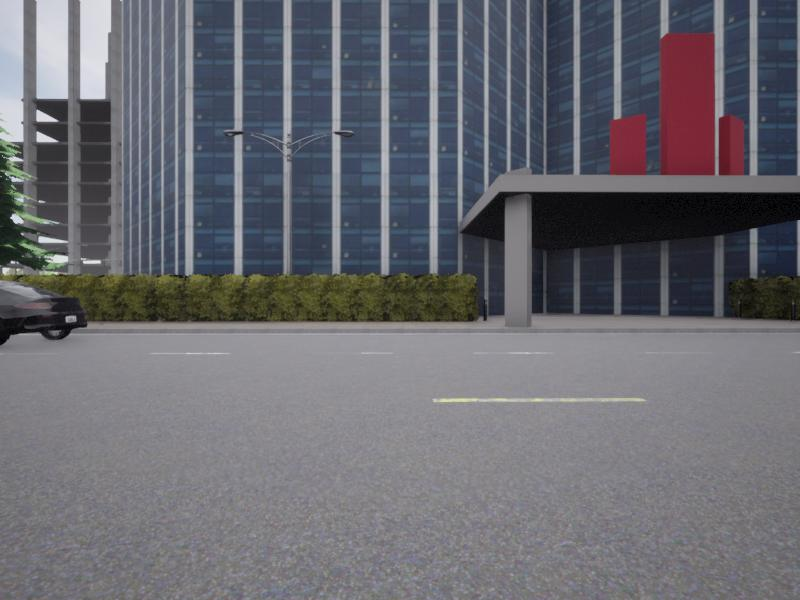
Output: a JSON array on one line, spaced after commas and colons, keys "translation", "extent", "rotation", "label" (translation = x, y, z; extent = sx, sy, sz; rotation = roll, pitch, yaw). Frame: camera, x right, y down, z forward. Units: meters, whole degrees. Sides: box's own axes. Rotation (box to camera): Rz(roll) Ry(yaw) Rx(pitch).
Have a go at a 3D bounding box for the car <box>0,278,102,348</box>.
[{"translation": [-9.786, 0.270, 9.076], "extent": [4.674, 1.442, 1.812], "rotation": [0, 0, -1], "label": "car"}]
